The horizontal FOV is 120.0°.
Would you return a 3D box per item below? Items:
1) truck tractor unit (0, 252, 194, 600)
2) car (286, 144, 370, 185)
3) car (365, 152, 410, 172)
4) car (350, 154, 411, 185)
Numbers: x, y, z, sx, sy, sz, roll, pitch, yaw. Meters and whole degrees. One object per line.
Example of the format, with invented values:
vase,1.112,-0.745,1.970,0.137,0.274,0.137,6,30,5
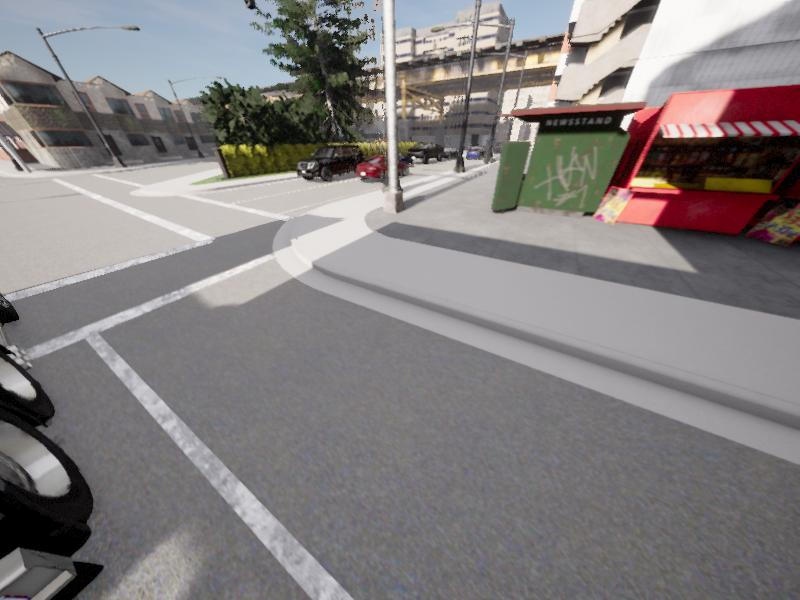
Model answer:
truck tractor unit,-5.091,-0.318,0.818,6.516,4.208,3.053,19,39,25
car,-4.742,-9.819,16.479,2.150,2.045,5.566,18,39,25
car,-1.030,-13.131,21.879,1.895,1.301,4.718,18,39,25
car,-1.138,-9.186,16.011,1.812,1.442,4.674,18,39,26
